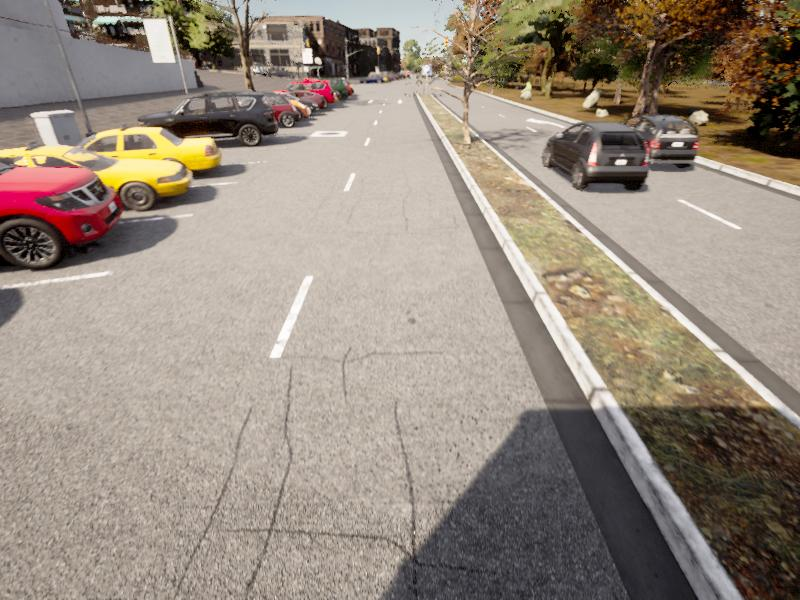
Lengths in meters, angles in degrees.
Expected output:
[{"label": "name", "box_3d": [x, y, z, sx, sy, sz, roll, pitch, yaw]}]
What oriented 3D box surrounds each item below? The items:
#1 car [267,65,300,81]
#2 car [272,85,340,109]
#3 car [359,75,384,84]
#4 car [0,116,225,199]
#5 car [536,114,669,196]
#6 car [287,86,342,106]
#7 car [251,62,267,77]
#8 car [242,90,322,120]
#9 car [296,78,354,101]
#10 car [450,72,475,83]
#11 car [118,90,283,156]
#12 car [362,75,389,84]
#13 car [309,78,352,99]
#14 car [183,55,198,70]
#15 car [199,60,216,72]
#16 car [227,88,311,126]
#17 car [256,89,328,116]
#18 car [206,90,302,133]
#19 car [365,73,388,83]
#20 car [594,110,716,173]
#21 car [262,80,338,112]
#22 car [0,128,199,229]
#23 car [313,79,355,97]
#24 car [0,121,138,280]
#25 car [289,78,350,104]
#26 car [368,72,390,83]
[{"label": "car", "box_3d": [-18.794, -36.770, 64.769, 4.605, 1.855, 1.932, 4, 28, -3]}, {"label": "car", "box_3d": [-8.240, -17.882, 35.189, 5.366, 1.575, 1.946, -11, 32, -17]}, {"label": "car", "box_3d": [-5.776, -44.539, 80.908, 4.792, 1.488, 2.163, -8, 31, -12]}, {"label": "car", "box_3d": [-8.241, -4.325, 11.826, 5.366, 1.575, 1.946, -11, 32, -17]}, {"label": "car", "box_3d": [5.747, -4.504, 12.045, 1.851, 1.617, 3.988, 0, 30, 0]}, {"label": "car", "box_3d": [-8.054, -19.380, 37.866, 4.674, 1.452, 2.002, -11, 32, -17]}, {"label": "car", "box_3d": [-25.482, -41.528, 72.146, 2.435, 2.045, 5.566, -5, 29, -20]}, {"label": "car", "box_3d": [-8.077, -13.409, 27.451, 4.892, 1.521, 2.231, -11, 31, -17]}, {"label": "car", "box_3d": [-8.007, -22.648, 42.945, 5.566, 2.045, 2.435, -11, 31, -17]}, {"label": "car", "box_3d": [12.949, -46.119, 83.013, 4.442, 1.987, 1.878, -7, 31, -12]}, {"label": "car", "box_3d": [-8.095, -7.593, 16.926, 5.566, 2.045, 2.435, -11, 32, -17]}, {"label": "car", "box_3d": [-5.134, -46.077, 83.476, 5.366, 1.575, 1.946, -8, 31, -12]}, {"label": "car", "box_3d": [-7.894, -24.144, 45.587, 4.442, 1.987, 1.878, -11, 31, -16]}, {"label": "car", "box_3d": [-37.465, -42.441, 71.593, 1.878, 1.987, 4.442, -5, 29, -20]}, {"label": "car", "box_3d": [-34.520, -42.041, 71.898, 2.231, 1.521, 4.892, -5, 29, -20]}, {"label": "car", "box_3d": [-8.103, -12.011, 24.782, 4.553, 1.767, 2.185, -11, 31, -17]}, {"label": "car", "box_3d": [-8.095, -14.878, 30.049, 4.792, 1.488, 2.163, -11, 32, -17]}, {"label": "car", "box_3d": [-8.040, -10.514, 22.199, 4.553, 1.767, 2.185, -11, 32, -17]}, {"label": "car", "box_3d": [-5.043, -47.660, 85.971, 4.553, 1.767, 2.185, -8, 30, -12]}, {"label": "car", "box_3d": [8.743, -5.717, 14.175, 1.789, 1.549, 3.705, 0, 30, 0]}, {"label": "car", "box_3d": [-8.098, -16.623, 32.509, 5.566, 2.045, 2.435, -11, 32, -17]}, {"label": "car", "box_3d": [-7.893, -2.882, 9.350, 5.366, 1.575, 1.946, -11, 32, -17]}, {"label": "car", "box_3d": [-7.921, -25.545, 48.217, 4.553, 1.767, 2.185, -11, 32, -16]}, {"label": "car", "box_3d": [-8.046, -1.550, 6.593, 5.566, 2.045, 2.435, -11, 32, -17]}, {"label": "car", "box_3d": [-8.076, -21.130, 40.316, 5.566, 2.045, 2.435, -11, 32, -17]}, {"label": "car", "box_3d": [-4.581, -49.273, 88.550, 4.442, 1.987, 1.878, -8, 30, -12]}]
